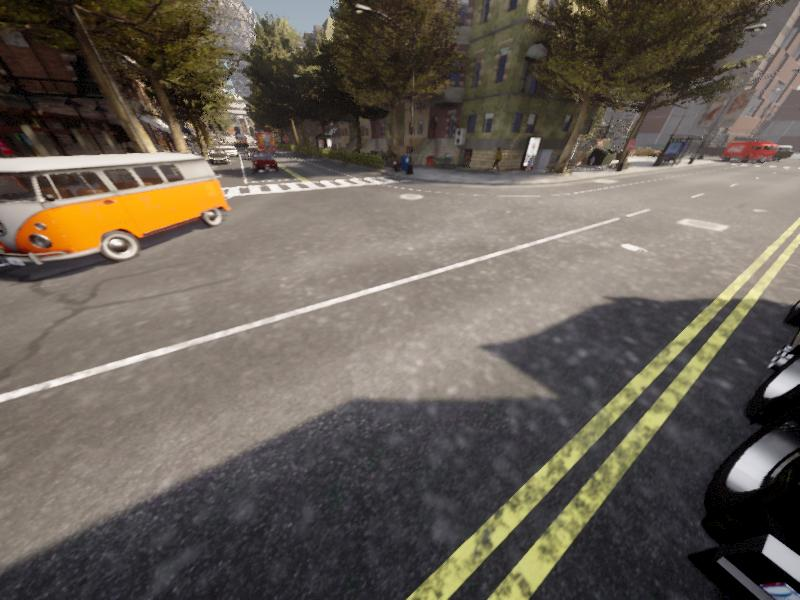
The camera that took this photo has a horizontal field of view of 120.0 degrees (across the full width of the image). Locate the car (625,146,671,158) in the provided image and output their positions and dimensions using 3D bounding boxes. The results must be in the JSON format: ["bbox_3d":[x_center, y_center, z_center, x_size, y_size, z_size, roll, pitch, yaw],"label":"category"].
[{"bbox_3d":[45.948,-27.554,42.940,1.801,1.575,5.366,-18,39,-24],"label":"car"}]

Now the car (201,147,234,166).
[{"bbox_3d":[-20.088,-15.985,25.618,2.231,1.521,4.892,-18,39,-25],"label":"car"}]

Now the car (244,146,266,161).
[{"bbox_3d":[-19.182,-19.336,30.451,1.970,1.475,3.806,-18,39,-25],"label":"car"}]

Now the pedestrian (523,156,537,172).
[{"bbox_3d":[10.664,-11.158,18.992,0.500,1.100,0.500,-9,36,-14],"label":"pedestrian"}]

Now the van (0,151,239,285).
[{"bbox_3d":[-6.767,-2.433,5.736,1.775,1.987,4.442,5,35,6],"label":"van"}]

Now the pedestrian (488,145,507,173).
[{"bbox_3d":[7.667,-11.128,18.249,0.751,1.860,0.751,-2,35,-3],"label":"pedestrian"}]

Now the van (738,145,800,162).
[{"bbox_3d":[55.574,-22.155,34.847,2.069,2.038,4.480,-18,39,-24],"label":"van"}]

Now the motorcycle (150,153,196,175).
[{"bbox_3d":[-16.710,-10.063,17.100,0.803,1.145,2.033,27,41,17],"label":"motorcycle"}]

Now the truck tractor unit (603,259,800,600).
[{"bbox_3d":[5.107,-0.299,0.808,6.516,4.208,3.053,-18,39,-25],"label":"truck tractor unit"}]

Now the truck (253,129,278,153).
[{"bbox_3d":[-28.288,-33.259,48.392,2.891,3.827,8.468,-18,39,-25],"label":"truck"}]

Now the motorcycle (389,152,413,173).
[{"bbox_3d":[0.152,-11.383,19.122,0.764,1.277,2.356,9,34,30],"label":"motorcycle"}]

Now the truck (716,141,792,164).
[{"bbox_3d":[48.181,-20.350,31.803,2.627,2.467,5.204,11,35,13],"label":"truck"}]

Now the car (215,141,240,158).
[{"bbox_3d":[-26.710,-23.526,35.925,2.435,2.045,5.566,-18,39,-25],"label":"car"}]

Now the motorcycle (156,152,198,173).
[{"bbox_3d":[-17.161,-10.644,17.861,0.856,1.236,1.805,18,39,24],"label":"motorcycle"}]

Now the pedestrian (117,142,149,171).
[{"bbox_3d":[-20.840,-11.231,18.084,0.751,1.860,0.751,-11,36,-17],"label":"pedestrian"}]

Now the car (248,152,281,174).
[{"bbox_3d":[-11.920,-12.099,20.241,1.895,1.301,4.718,-18,39,-25],"label":"car"}]
